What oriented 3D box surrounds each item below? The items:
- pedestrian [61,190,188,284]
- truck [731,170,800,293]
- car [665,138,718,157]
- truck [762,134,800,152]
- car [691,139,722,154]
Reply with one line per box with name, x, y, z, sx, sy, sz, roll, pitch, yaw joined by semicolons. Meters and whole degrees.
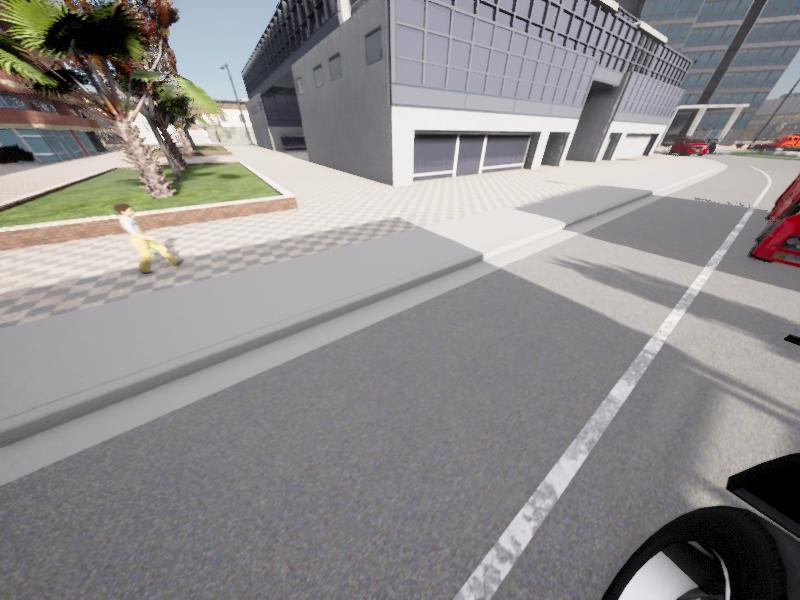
pedestrian;-4.552;-1.092;3.995;0.751;1.300;0.751;-18;39;-23
truck;10.839;-2.783;4.480;8.468;3.827;2.891;-22;41;-28
car;39.061;-20.706;31.229;2.150;2.045;5.566;15;38;21
truck;66.065;-26.100;38.394;5.204;2.467;2.627;11;36;15
car;46.958;-23.579;35.392;3.866;1.878;1.905;-25;42;-30
